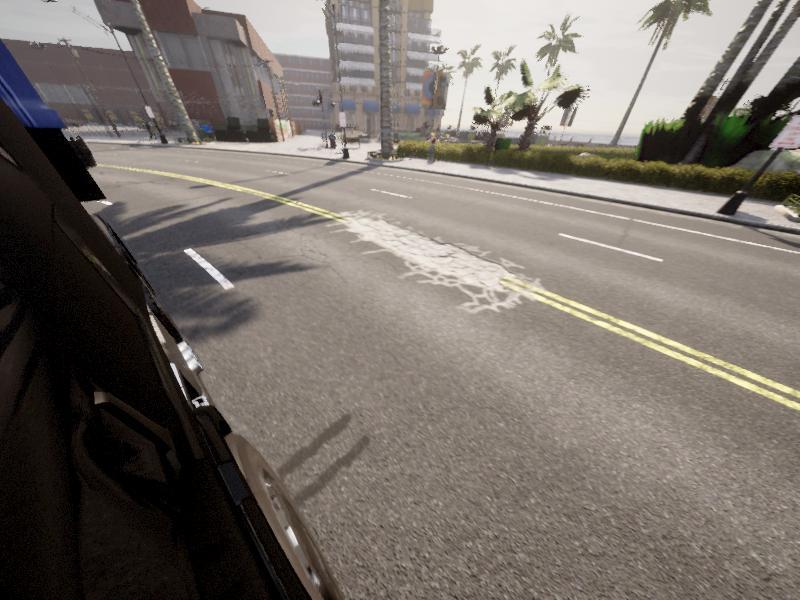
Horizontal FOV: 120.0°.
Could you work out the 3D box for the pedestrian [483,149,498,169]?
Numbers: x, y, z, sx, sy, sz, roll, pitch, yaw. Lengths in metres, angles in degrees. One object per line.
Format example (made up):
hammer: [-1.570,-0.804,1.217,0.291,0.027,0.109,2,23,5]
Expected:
pedestrian: [6.029,-9.391,15.365,0.500,1.100,0.500,27,43,29]

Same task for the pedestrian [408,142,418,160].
pedestrian: [1.014,-11.842,18.348,0.500,1.100,0.500,19,40,21]

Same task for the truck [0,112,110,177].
truck: [-17.711,-7.135,10.379,6.274,2.098,2.390,9,37,8]

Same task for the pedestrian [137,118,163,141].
pedestrian: [-25.025,-17.071,23.156,0.751,1.860,0.751,1,37,-3]

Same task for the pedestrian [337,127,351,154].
pedestrian: [-4.775,-13.649,19.786,0.751,1.860,0.751,14,38,15]

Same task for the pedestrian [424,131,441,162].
pedestrian: [2.374,-11.292,17.056,0.751,1.860,0.751,-21,43,-29]

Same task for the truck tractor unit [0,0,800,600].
truck tractor unit: [-2.645,-0.295,0.351,6.516,4.208,3.053,28,44,30]

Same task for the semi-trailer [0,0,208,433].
semi-trailer: [-9.141,-3.252,3.749,14.254,4.402,2.717,23,41,25]
